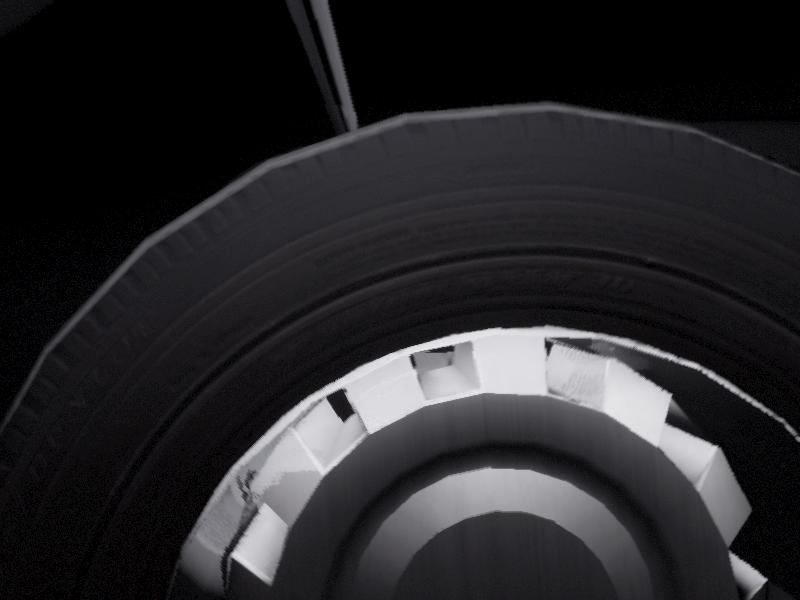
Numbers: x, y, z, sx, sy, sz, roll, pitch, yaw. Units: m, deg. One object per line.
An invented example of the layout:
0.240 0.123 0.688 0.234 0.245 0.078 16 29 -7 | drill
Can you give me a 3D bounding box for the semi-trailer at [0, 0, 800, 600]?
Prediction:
3.936 -1.231 1.639 14.254 4.402 2.717 0 0 0 | semi-trailer
